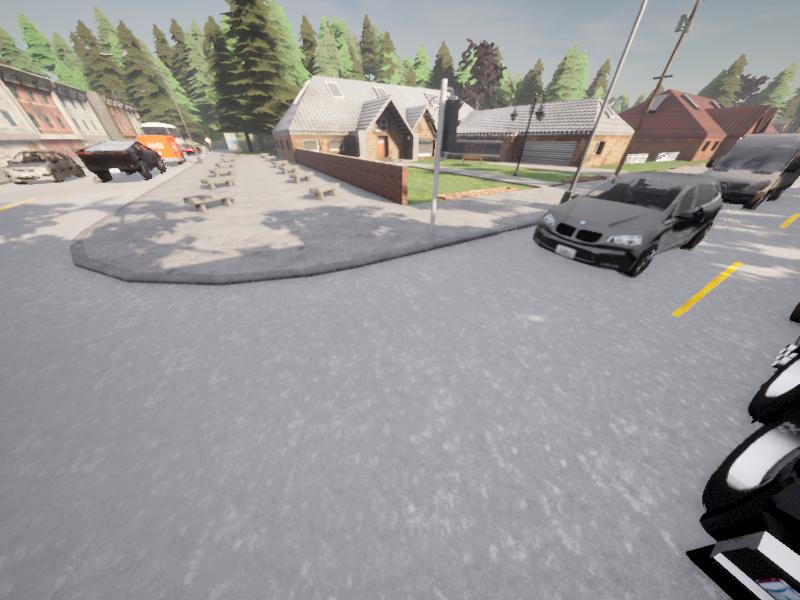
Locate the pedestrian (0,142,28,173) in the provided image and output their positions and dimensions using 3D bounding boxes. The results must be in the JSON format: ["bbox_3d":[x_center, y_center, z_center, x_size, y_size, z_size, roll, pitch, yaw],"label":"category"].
[{"bbox_3d":[-28.873,-10.399,16.858,0.751,1.860,0.751,-11,36,-15],"label":"pedestrian"}]

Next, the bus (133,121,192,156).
[{"bbox_3d":[-39.693,-27.351,39.253,3.944,4.253,10.273,-18,39,-24],"label":"bus"}]

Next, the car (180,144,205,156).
[{"bbox_3d":[-33.356,-24.243,37.228,2.007,1.525,4.514,-17,39,-24],"label":"car"}]

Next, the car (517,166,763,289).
[{"bbox_3d":[5.574,-2.078,5.563,4.611,1.667,2.242,-17,38,-23],"label":"car"}]

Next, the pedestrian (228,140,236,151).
[{"bbox_3d":[-34.201,-31.511,47.147,0.751,1.860,0.751,-18,39,-25],"label":"pedestrian"}]

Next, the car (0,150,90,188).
[{"bbox_3d":[-21.643,-8.072,14.018,1.851,1.617,3.988,-18,39,-25],"label":"car"}]

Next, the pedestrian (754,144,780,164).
[{"bbox_3d":[42.882,-17.066,27.005,0.751,1.860,0.751,-18,39,-24],"label":"pedestrian"}]

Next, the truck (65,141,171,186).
[{"bbox_3d":[-18.247,-9.416,15.547,2.390,2.098,6.274,-17,39,-24],"label":"truck"}]

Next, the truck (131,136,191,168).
[{"bbox_3d":[-23.982,-15.247,23.565,2.627,2.467,5.204,-17,39,-23],"label":"truck"}]

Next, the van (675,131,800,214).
[{"bbox_3d":[15.244,-5.584,9.924,5.915,2.561,1.988,-17,38,-23],"label":"van"}]

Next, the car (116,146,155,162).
[{"bbox_3d":[-30.855,-17.194,27.119,1.845,1.501,3.633,-18,39,-25],"label":"car"}]

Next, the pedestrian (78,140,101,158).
[{"bbox_3d":[-38.744,-18.815,28.869,0.751,1.860,0.751,-15,38,-21],"label":"pedestrian"}]

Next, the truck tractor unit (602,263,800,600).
[{"bbox_3d":[5.105,-0.308,0.781,6.516,4.208,3.053,-19,39,-24],"label":"truck tractor unit"}]
